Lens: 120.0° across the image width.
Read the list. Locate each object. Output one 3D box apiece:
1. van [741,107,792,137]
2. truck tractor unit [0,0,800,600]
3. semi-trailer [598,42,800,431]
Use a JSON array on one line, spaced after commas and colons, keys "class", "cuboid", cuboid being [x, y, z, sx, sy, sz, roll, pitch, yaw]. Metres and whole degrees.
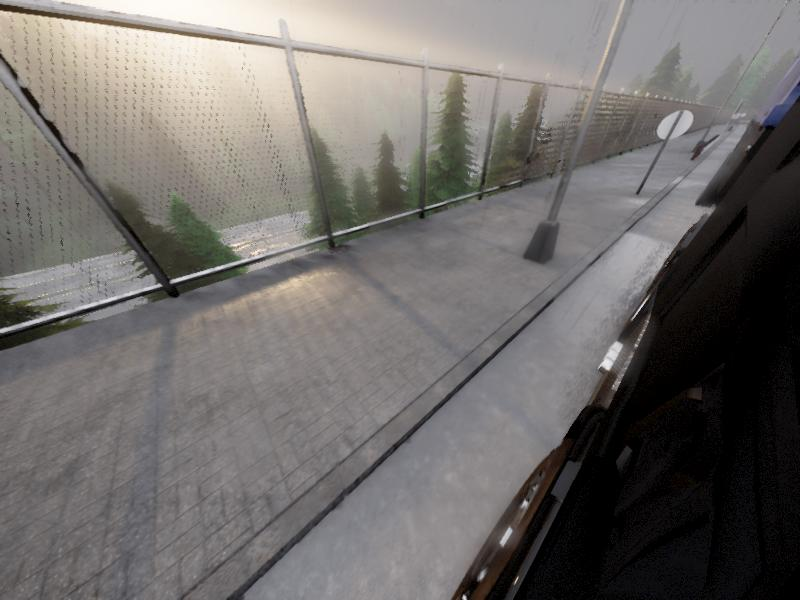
[{"class": "van", "cuboid": [42.589, -20.712, 26.971, 5.915, 2.561, 1.988, -28, 44, -30]}, {"class": "truck tractor unit", "cuboid": [2.645, -0.295, 0.352, 6.516, 4.208, 3.053, -28, 44, -30]}, {"class": "semi-trailer", "cuboid": [8.705, -3.575, 4.258, 14.254, 4.402, 2.717, -28, 44, -30]}]
